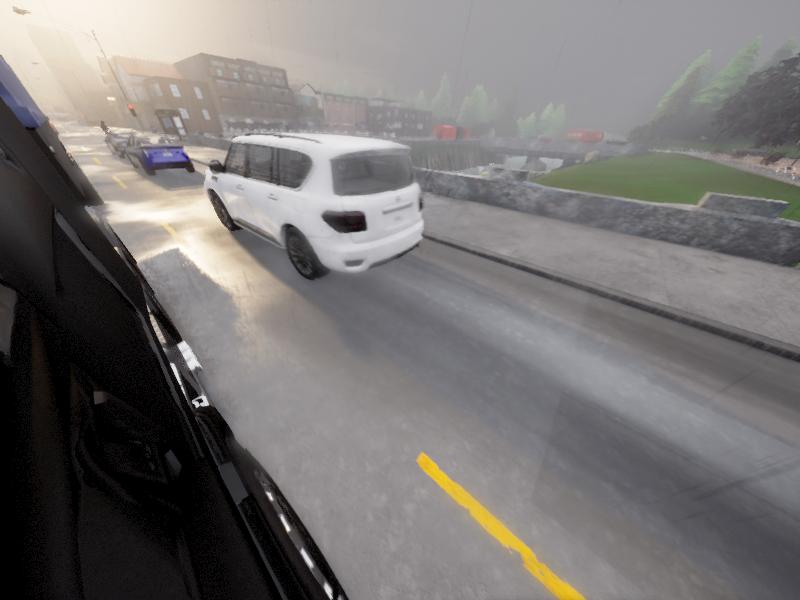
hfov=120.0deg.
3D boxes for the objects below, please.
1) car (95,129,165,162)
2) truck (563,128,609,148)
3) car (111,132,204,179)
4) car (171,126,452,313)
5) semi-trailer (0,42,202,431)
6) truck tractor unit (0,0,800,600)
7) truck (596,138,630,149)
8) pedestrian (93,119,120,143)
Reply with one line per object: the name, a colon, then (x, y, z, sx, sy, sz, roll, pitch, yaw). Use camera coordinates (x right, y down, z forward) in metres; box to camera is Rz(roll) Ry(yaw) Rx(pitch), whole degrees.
car: (-18.039, -10.390, 15.386, 5.357, 1.411, 2.033, 28, 43, 30)
truck: (49.149, -43.112, 61.392, 8.468, 3.827, 2.891, 28, 43, 30)
car: (-12.039, -7.279, 11.446, 4.514, 1.525, 2.007, 28, 43, 30)
car: (-2.079, -2.234, 4.818, 5.566, 2.045, 2.150, 28, 43, 30)
semi-trailer: (-8.703, -3.585, 4.246, 14.254, 4.402, 2.717, 28, 44, 30)
truck tractor unit: (-2.645, -0.295, 0.351, 6.516, 4.208, 3.053, 28, 44, 30)
truck: (56.517, -41.624, 61.280, 6.274, 2.098, 2.390, 28, 43, 30)
pedestrian: (-28.117, -16.190, 22.156, 0.751, 1.860, 0.751, 20, 40, 22)
